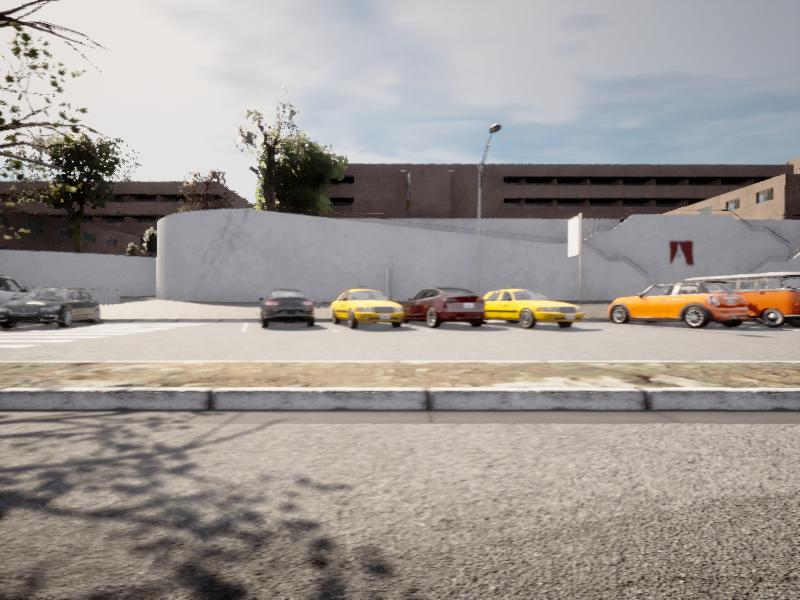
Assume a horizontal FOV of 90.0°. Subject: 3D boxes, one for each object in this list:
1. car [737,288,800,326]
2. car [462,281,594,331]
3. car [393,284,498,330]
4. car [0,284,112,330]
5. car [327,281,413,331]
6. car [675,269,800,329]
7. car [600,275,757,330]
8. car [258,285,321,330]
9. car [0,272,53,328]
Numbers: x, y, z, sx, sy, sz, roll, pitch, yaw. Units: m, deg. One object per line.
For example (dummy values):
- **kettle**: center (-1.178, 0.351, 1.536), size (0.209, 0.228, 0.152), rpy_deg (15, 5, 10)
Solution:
- **car**: center (16.446, 0.255, 15.568), size (2.002, 1.452, 4.674), rpy_deg (0, -1, -20)
- **car**: center (4.576, 0.233, 15.407), size (1.946, 1.575, 5.366), rpy_deg (1, -1, -20)
- **car**: center (1.514, 0.267, 15.609), size (2.163, 1.488, 4.792), rpy_deg (0, -1, -20)
- **car**: center (-13.379, 0.262, 15.602), size (2.231, 1.521, 4.892), rpy_deg (0, -1, -20)
- **car**: center (-1.390, 0.231, 15.412), size (1.946, 1.575, 5.366), rpy_deg (0, -1, -20)
- **car**: center (13.512, 0.002, 15.470), size (1.878, 1.987, 4.442), rpy_deg (1, -1, -20)
- **car**: center (10.486, 0.109, 15.549), size (2.185, 1.767, 4.553), rpy_deg (0, -1, -20)
- **car**: center (-4.439, 0.279, 15.582), size (2.002, 1.452, 4.674), rpy_deg (0, -1, -20)
- **car**: center (-16.382, 0.021, 15.624), size (2.435, 2.045, 5.566), rpy_deg (0, -1, -20)
